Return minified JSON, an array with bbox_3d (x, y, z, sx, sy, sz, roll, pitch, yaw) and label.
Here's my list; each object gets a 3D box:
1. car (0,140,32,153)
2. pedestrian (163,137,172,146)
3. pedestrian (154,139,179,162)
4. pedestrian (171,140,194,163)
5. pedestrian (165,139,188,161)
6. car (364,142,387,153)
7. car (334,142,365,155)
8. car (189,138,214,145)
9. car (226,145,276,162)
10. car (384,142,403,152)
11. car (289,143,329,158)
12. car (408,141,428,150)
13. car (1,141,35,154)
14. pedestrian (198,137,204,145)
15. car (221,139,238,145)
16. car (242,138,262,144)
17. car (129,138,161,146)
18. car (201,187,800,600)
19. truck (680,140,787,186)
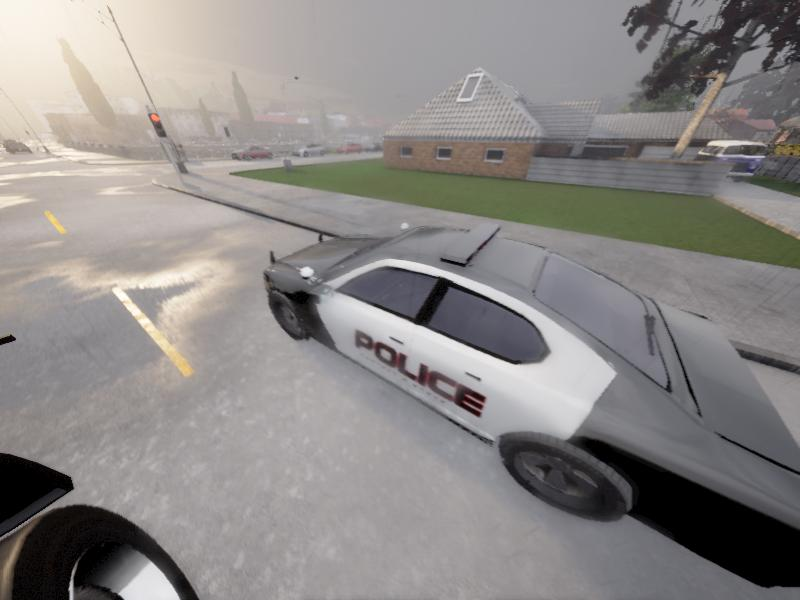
[{"bbox_3d":[-59.680,-23.864,35.768,4.974,1.542,2.038,22,40,27],"label":"car"},{"bbox_3d":[-55.911,-38.131,55.572,0.751,1.860,0.751,22,41,28],"label":"pedestrian"},{"bbox_3d":[-22.512,-14.467,22.326,0.751,1.860,0.751,2,35,2],"label":"pedestrian"},{"bbox_3d":[-21.290,-14.542,22.658,0.751,1.860,0.751,17,38,22],"label":"pedestrian"},{"bbox_3d":[-22.254,-14.975,23.051,0.751,1.860,0.751,19,39,24],"label":"pedestrian"},{"bbox_3d":[-4.329,-27.091,41.061,1.816,1.474,4.193,22,40,27],"label":"car"},{"bbox_3d":[-7.904,-24.104,36.730,2.007,1.525,4.514,22,40,27],"label":"car"},{"bbox_3d":[-59.737,-47.777,69.634,1.930,1.638,5.238,22,40,27],"label":"car"},{"bbox_3d":[-16.717,-16.627,26.142,1.994,1.385,4.181,21,40,27],"label":"car"},{"bbox_3d":[-1.184,-29.766,44.847,1.845,1.501,3.633,22,40,27],"label":"car"},{"bbox_3d":[-12.274,-20.424,31.452,2.007,1.525,4.514,22,40,27],"label":"car"},{"bbox_3d":[4.034,-34.163,51.149,1.882,1.535,5.008,22,40,27],"label":"car"},{"bbox_3d":[-54.222,-21.675,32.772,4.193,1.474,1.816,22,40,27],"label":"car"},{"bbox_3d":[-55.523,-44.404,64.480,0.751,1.860,0.751,-25,42,-31],"label":"pedestrian"},{"bbox_3d":[-55.373,-51.355,74.983,1.970,1.475,3.806,22,40,27],"label":"car"},{"bbox_3d":[-51.160,-55.006,80.003,1.930,1.638,5.238,22,40,27],"label":"car"},{"bbox_3d":[-67.049,-41.608,60.800,2.152,1.651,5.027,22,40,27],"label":"car"},{"bbox_3d":[0.324,-0.060,2.676,4.974,1.542,2.038,22,40,27],"label":"car"},{"bbox_3d":[20.014,-8.610,14.277,2.069,2.038,4.478,22,40,27],"label":"truck"}]
